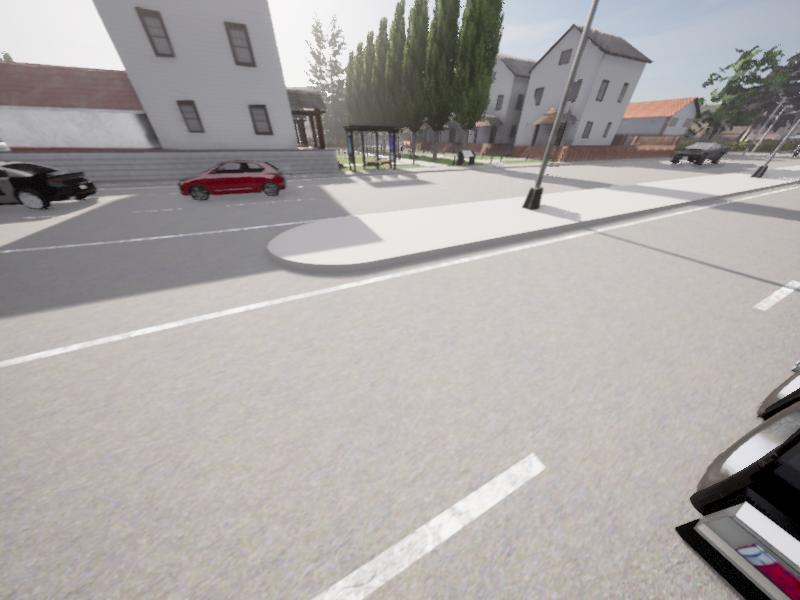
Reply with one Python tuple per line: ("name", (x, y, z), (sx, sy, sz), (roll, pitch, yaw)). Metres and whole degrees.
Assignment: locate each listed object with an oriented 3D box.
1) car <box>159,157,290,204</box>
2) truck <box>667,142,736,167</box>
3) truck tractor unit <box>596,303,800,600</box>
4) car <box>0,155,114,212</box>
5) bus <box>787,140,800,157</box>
("car", (-7.447, -5.500, 10.451), (4.193, 1.474, 1.816), (-12, 37, -17))
("truck", (33.659, -16.362, 25.850), (6.274, 2.098, 2.390), (-15, 38, -20))
("truck tractor unit", (5.174, -0.234, 0.682), (6.516, 4.208, 3.053), (-16, 38, -21))
("car", (-15.072, -4.335, 8.562), (5.238, 1.638, 1.930), (-7, 36, -11))
("bus", (76.901, -28.503, 41.756), (10.273, 4.253, 3.944), (-15, 38, -20))
